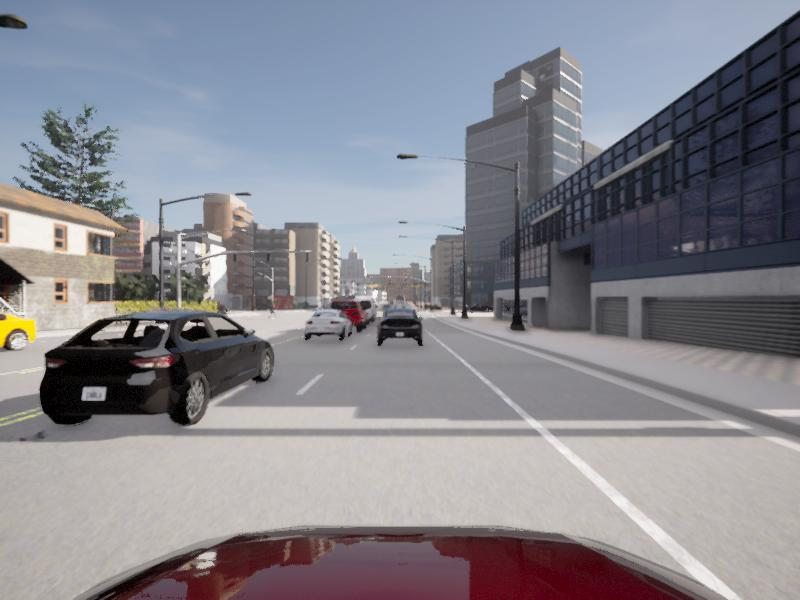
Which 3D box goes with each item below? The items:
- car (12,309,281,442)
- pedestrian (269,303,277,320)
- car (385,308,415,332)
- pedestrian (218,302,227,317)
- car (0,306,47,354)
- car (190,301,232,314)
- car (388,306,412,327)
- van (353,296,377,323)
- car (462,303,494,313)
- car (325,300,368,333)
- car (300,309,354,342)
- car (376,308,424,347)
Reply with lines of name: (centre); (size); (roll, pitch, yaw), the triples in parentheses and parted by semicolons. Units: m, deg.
car: (-3.504, 0.900, 6.652); (1.816, 1.474, 4.193); (0, -1, 0)
pedestrian: (-14.057, 1.248, 44.262); (0.751, 1.860, 0.751); (0, 0, -34)
car: (-0.011, 1.299, 27.499); (1.882, 1.535, 5.008); (0, -1, 0)
pedestrian: (-22.267, 1.245, 50.189); (0.751, 1.860, 0.751); (0, 0, -6)
car: (-14.003, 0.963, 12.266); (1.882, 1.535, 5.008); (0, -1, 0)
car: (-30.090, 1.125, 63.829); (5.566, 2.045, 2.150); (0, 0, 0)
car: (-0.026, 1.345, 34.807); (1.930, 1.638, 5.238); (0, -1, 0)
van: (-3.527, 0.913, 41.047); (1.988, 2.561, 5.915); (0, 0, 0)
car: (12.989, 1.366, 67.001); (5.008, 1.535, 1.882); (0, 0, 0)
car: (-3.520, 1.039, 27.203); (2.150, 2.045, 5.566); (0, -1, 0)
car: (-3.507, 1.196, 20.056); (1.812, 1.442, 4.674); (0, -1, 0)
car: (-0.005, 1.111, 17.602); (1.837, 1.490, 4.892); (0, -1, 0)
